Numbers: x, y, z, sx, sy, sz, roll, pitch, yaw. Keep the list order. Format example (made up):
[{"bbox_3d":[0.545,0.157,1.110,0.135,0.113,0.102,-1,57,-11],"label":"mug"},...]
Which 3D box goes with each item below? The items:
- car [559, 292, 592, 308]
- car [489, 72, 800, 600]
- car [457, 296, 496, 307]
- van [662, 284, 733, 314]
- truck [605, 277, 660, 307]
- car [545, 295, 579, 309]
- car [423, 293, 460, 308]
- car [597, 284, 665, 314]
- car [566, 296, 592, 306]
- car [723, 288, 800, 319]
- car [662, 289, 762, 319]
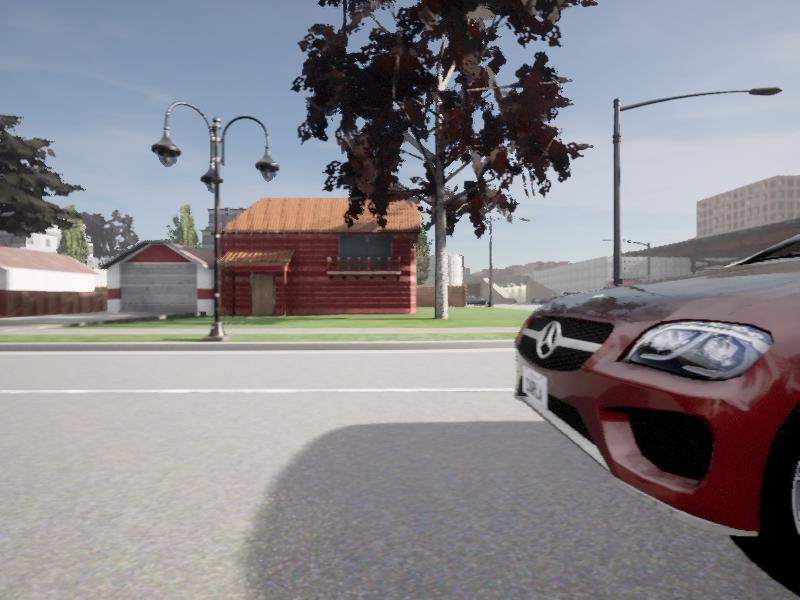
[{"bbox_3d":[20.938,-0.003,47.855,1.905,1.878,3.866,0,1,-7],"label":"car"},{"bbox_3d":[3.248,0.180,2.212,5.027,1.651,2.152,0,0,0],"label":"car"},{"bbox_3d":[10.372,0.220,54.634,4.902,1.511,2.128,0,0,1],"label":"car"},{"bbox_3d":[20.862,-0.048,28.314,1.775,1.987,4.442,0,0,1],"label":"van"},{"bbox_3d":[31.900,-0.993,55.398,2.891,3.827,8.468,0,0,1],"label":"truck"},{"bbox_3d":[17.509,0.217,43.527,1.970,1.475,3.806,0,0,-4],"label":"car"},{"bbox_3d":[5.244,0.046,51.205,4.605,1.855,1.932,0,0,1],"label":"car"},{"bbox_3d":[17.457,-0.072,30.688,2.150,2.045,5.566,0,0,2],"label":"car"},{"bbox_3d":[28.567,0.161,64.030,1.882,1.535,5.008,0,0,1],"label":"car"},{"bbox_3d":[20.744,0.180,22.214,2.007,1.525,4.514,0,0,1],"label":"car"},{"bbox_3d":[17.247,0.205,22.511,1.837,1.490,4.892,0,0,1],"label":"car"}]
